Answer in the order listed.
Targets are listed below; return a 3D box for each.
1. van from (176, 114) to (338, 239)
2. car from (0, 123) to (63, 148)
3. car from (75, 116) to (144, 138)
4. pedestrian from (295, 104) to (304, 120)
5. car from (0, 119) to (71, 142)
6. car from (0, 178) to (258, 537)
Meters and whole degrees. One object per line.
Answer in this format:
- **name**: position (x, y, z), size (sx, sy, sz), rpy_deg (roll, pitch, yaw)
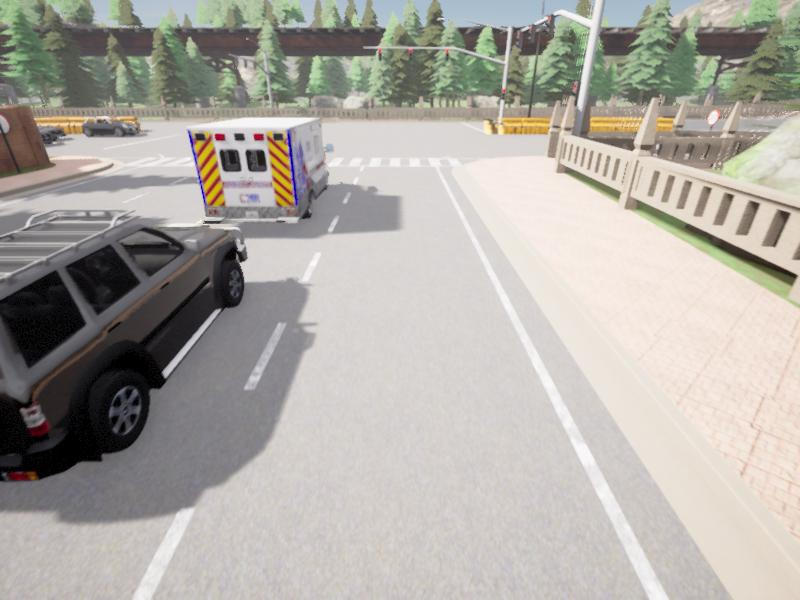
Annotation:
- **van**: position (-3.502, -3.975, 11.748), size (2.351, 2.431, 6.366), rpy_deg (0, 27, 0)
- **car**: position (-25.195, -10.813, 26.223), size (4.181, 1.385, 1.994), rpy_deg (0, 27, 0)
- **car**: position (-23.454, -14.048, 32.421), size (3.806, 1.475, 1.970), rpy_deg (0, 27, 0)
- **pedestrian**: position (-13.132, -24.603, 52.231), size (0.751, 1.860, 0.751), rpy_deg (1, 27, 1)
- **car**: position (-27.779, -12.425, 29.338), size (5.357, 1.411, 2.033), rpy_deg (0, 27, 0)
- **car**: position (-3.498, -0.053, 4.694), size (1.932, 1.855, 4.605), rpy_deg (0, 27, 0)
